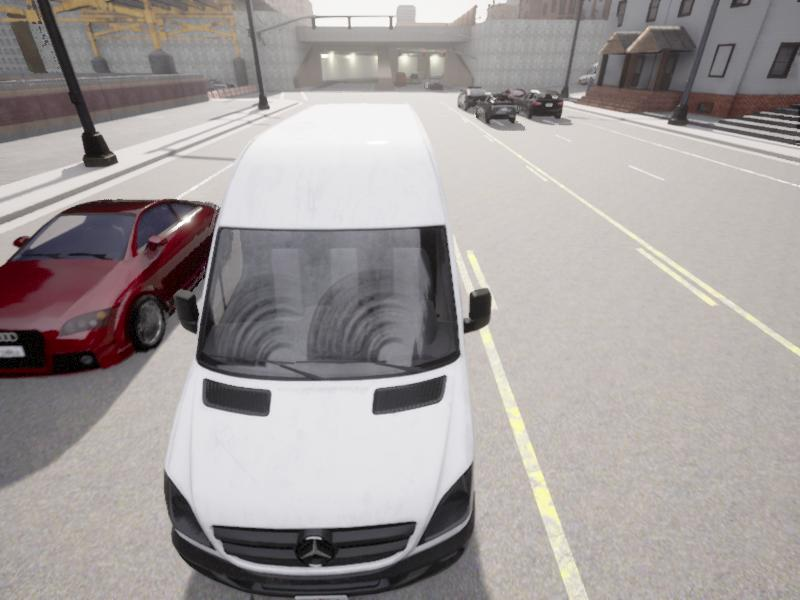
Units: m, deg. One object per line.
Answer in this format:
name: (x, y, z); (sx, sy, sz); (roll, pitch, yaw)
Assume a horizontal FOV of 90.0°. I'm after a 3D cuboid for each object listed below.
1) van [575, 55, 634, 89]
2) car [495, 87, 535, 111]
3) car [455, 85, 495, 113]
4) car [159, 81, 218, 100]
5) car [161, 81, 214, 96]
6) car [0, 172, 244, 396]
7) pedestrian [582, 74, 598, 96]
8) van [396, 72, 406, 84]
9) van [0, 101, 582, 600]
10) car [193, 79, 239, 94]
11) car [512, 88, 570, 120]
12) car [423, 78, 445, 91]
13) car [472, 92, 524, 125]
van: (24.890, -27.803, 48.832); (5.915, 2.561, 1.988); (-9, 30, 3)
car: (9.460, -16.768, 33.240); (1.812, 1.442, 4.674); (-1, 30, -2)
car: (5.873, -16.187, 32.051); (1.930, 1.638, 5.238); (-1, 30, -2)
car: (-22.549, -22.448, 42.812); (2.038, 1.542, 4.974); (25, 38, 36)
car: (-22.584, -22.565, 42.699); (1.853, 1.218, 4.536); (25, 38, 36)
car: (-4.032, -0.631, 5.723); (1.994, 1.385, 4.181); (-1, 30, -1)
pedestrian: (18.695, -21.117, 39.366); (0.751, 1.860, 0.751); (-10, 32, -16)
van: (0.137, -43.793, 78.911); (1.775, 1.987, 4.442); (-1, 30, -2)
van: (-0.510, -0.521, 4.377); (1.988, 2.561, 5.915); (-1, 30, -1)
car: (-23.545, -27.475, 51.407); (2.038, 1.542, 4.974); (15, 33, 23)
car: (9.473, -13.457, 27.351); (2.242, 1.667, 4.611); (0, 30, -1)
car: (4.860, -31.202, 57.839); (2.038, 1.542, 4.974); (-4, 31, -7)
car: (6.026, -12.111, 25.196); (2.007, 1.525, 4.514); (-1, 30, -1)
